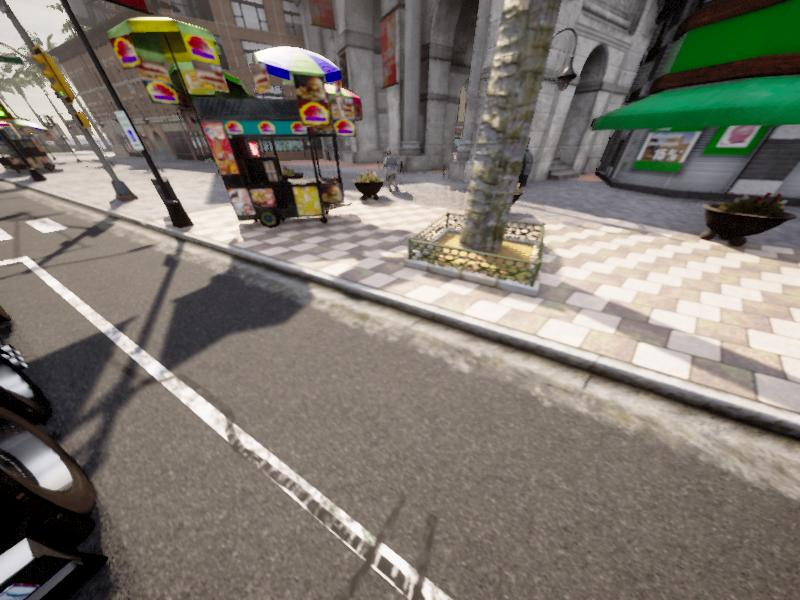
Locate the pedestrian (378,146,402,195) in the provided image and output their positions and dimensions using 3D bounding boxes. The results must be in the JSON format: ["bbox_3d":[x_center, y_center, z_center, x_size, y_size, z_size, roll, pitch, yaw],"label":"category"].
[{"bbox_3d":[-0.436,-5.894,10.553,0.751,1.860,0.751,-22,40,-27],"label":"pedestrian"}]

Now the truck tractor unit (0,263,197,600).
[{"bbox_3d":[-5.109,-0.303,0.781,6.516,4.208,3.053,18,39,24],"label":"truck tractor unit"}]
